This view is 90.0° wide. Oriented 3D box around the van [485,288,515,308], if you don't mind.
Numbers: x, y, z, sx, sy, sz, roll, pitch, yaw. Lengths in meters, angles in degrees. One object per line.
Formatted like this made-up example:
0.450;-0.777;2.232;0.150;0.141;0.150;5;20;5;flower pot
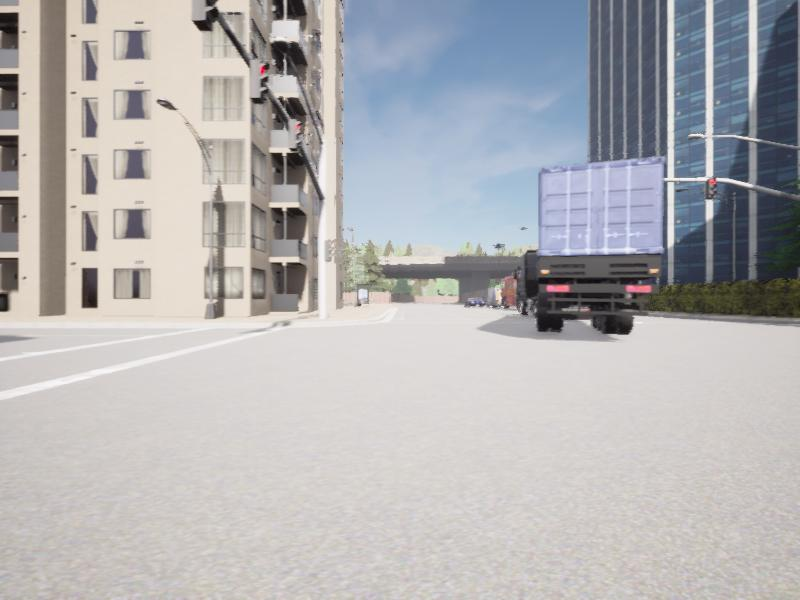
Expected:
12.706;-0.215;51.351;2.351;2.431;6.366;0;0;1;van

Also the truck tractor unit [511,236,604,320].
8.793;-1.119;23.276;3.053;4.208;6.516;0;0;2;truck tractor unit

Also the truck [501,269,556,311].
12.591;-0.913;40.187;2.891;3.827;8.468;0;0;1;truck

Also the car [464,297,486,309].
9.184;0.349;49.402;1.895;1.301;4.718;0;0;1;car

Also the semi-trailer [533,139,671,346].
6.771;-1.225;15.688;2.717;4.402;14.254;1;0;19;semi-trailer

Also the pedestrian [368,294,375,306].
-4.444;-0.021;62.895;0.751;1.860;0.751;0;0;36;pedestrian
